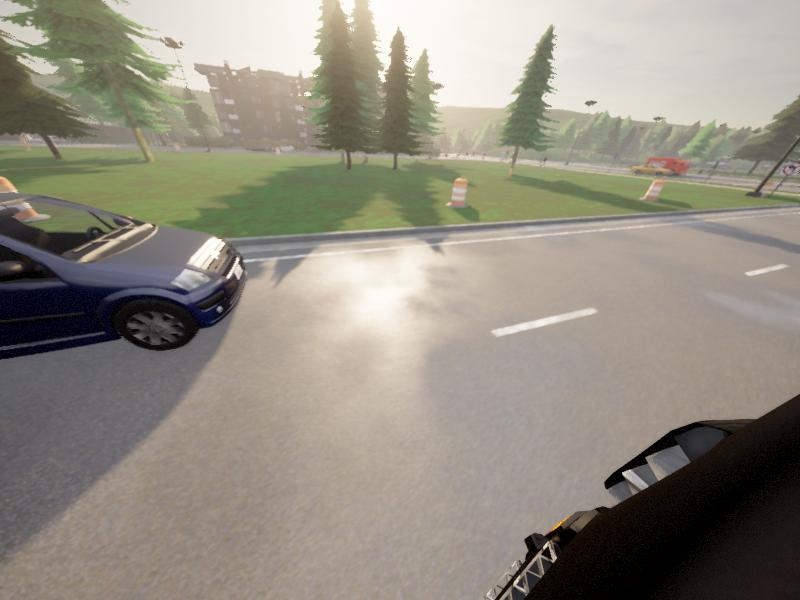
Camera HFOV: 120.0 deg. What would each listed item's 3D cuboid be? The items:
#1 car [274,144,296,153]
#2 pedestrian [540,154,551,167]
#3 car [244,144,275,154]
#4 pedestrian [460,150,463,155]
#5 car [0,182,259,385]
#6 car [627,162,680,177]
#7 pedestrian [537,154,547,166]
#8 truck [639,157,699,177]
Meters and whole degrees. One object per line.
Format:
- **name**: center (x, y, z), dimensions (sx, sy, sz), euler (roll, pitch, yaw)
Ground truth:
- **car**: center (-23.695, -31.261, 47.692), dimensions (3.633, 1.501, 1.845), euler (-9, 35, -17)
- **pedestrian**: center (26.644, -25.569, 42.358), dimensions (0.751, 1.860, 0.751), euler (-5, 34, -12)
- **car**: center (-26.529, -28.668, 43.791), dimensions (4.718, 1.301, 1.895), euler (-9, 35, -17)
- **pedestrian**: center (24.692, -59.264, 92.792), dimensions (0.751, 1.860, 0.751), euler (-7, 35, -14)
- **car**: center (-4.229, -0.320, 2.652), dimensions (3.988, 1.617, 1.851), euler (-9, 35, -17)
- **car**: center (40.401, -20.943, 37.031), dimensions (1.801, 1.575, 5.366), euler (-9, 35, -17)
- **pedestrian**: center (26.445, -26.114, 43.160), dimensions (0.751, 1.860, 0.751), euler (-6, 35, -13)
- **truck**: center (43.727, -21.826, 37.808), dimensions (2.627, 2.467, 5.204), euler (-9, 35, -17)
